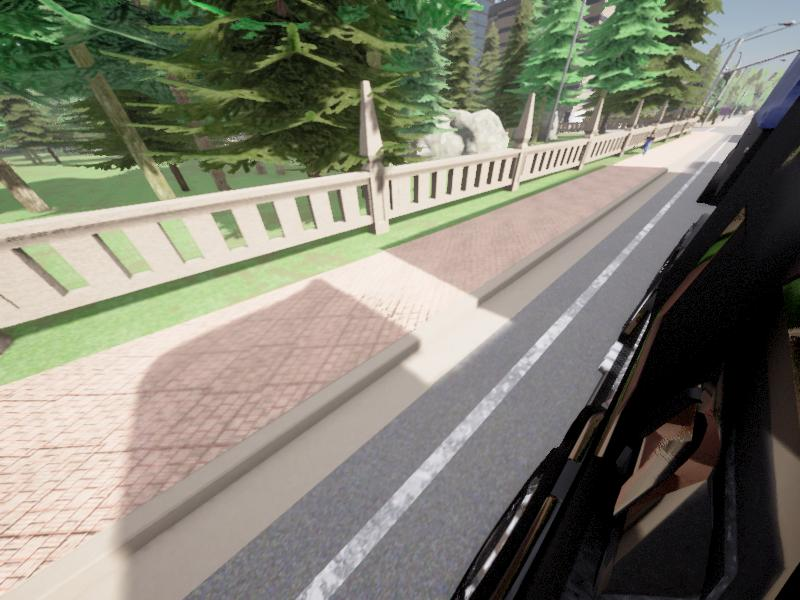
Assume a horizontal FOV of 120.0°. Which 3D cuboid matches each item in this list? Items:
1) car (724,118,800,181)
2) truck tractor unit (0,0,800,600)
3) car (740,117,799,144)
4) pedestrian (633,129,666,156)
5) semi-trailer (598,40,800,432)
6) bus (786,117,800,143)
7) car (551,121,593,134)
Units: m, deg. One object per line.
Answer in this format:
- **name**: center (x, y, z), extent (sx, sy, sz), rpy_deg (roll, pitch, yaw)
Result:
- **car**: center (15.884, -6.424, 9.653), extent (4.605, 1.855, 1.932), rpy_deg (-28, 43, -30)
- **truck tractor unit**: center (2.645, -0.295, 0.351), extent (6.516, 4.208, 3.053), rpy_deg (-28, 44, -30)
- **car**: center (28.958, -13.349, 18.194), extent (3.633, 1.501, 1.845), rpy_deg (-28, 44, -30)
- **pedestrian**: center (14.905, -9.426, 13.818), extent (0.751, 1.300, 0.751), rpy_deg (-26, 43, -28)
- **semi-trailer**: center (8.686, -3.626, 4.220), extent (14.254, 4.402, 2.717), rpy_deg (-28, 44, -30)
- **bus**: center (35.030, -14.891, 17.564), extent (10.273, 4.253, 3.944), rpy_deg (-29, 44, -30)
- **car**: center (29.946, -30.171, 40.458), extent (1.801, 1.575, 5.366), rpy_deg (-29, 44, -30)
